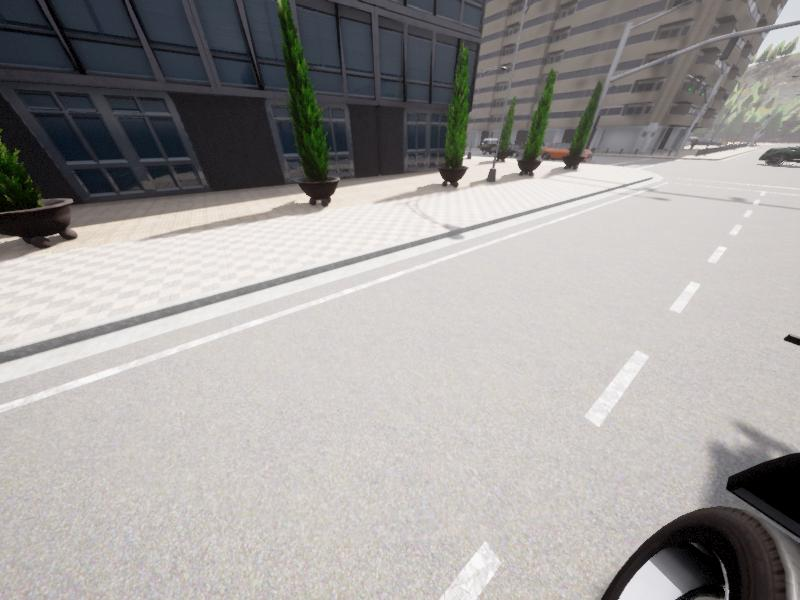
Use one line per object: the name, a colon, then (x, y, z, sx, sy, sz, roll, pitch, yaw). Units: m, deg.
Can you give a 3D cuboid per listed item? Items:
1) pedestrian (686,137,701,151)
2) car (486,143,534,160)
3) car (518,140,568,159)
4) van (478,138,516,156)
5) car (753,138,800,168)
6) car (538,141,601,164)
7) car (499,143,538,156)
pedestrian: (48.786, -25.854, 38.357, 0.751, 1.860, 0.751, -29, 44, -34)
car: (13.576, -18.638, 28.873, 2.128, 1.511, 4.902, -22, 40, -27)
car: (17.731, -18.880, 28.870, 1.932, 1.855, 4.605, -22, 40, -28)
van: (13.882, -22.155, 33.404, 2.069, 2.038, 4.480, -22, 40, -28)
car: (34.483, -12.081, 18.993, 2.150, 2.045, 5.566, -22, 41, -28)
car: (17.504, -15.464, 24.094, 2.097, 1.767, 4.553, -21, 40, -27)
car: (17.489, -22.459, 34.329, 1.812, 1.442, 4.674, -22, 40, -27)
